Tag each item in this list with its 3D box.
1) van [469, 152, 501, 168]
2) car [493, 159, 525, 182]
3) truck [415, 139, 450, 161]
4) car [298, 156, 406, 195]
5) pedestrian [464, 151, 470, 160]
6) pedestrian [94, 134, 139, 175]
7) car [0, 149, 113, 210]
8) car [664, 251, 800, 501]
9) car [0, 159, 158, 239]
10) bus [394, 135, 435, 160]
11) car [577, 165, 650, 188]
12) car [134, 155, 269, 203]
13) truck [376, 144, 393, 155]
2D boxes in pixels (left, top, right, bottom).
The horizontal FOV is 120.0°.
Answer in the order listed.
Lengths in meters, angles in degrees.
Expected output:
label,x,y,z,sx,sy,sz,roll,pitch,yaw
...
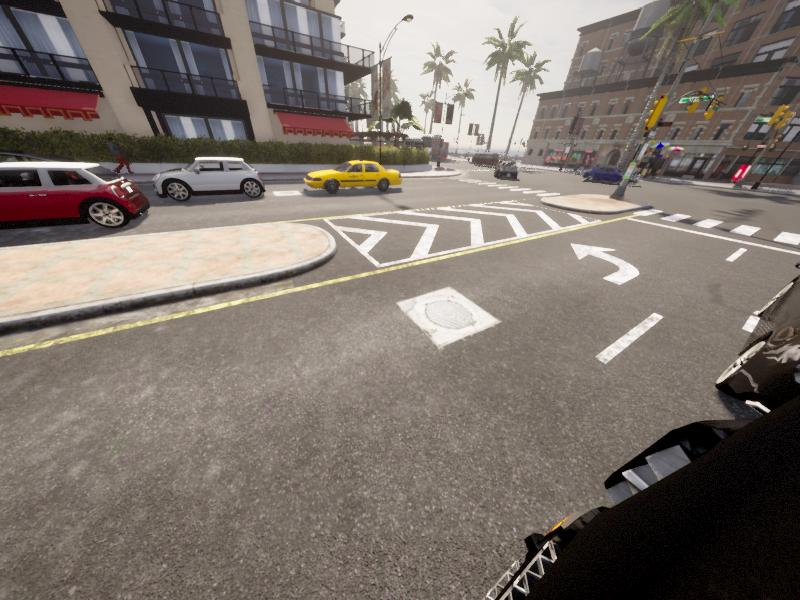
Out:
label,x,y,z,sx,sy,sz,roll,pitch,yaw
van,13.701,-22.853,37.624,1.775,1.987,4.442,-16,38,-26
car,10.401,-12.696,22.489,2.007,1.525,4.514,11,34,11
truck,7.132,-34.020,52.271,2.891,3.827,8.468,-16,38,-26
car,-2.468,-6.913,12.738,5.366,1.575,1.801,-16,38,-26
pedestrian,16.224,-35.237,56.263,0.751,1.860,0.751,-20,40,-31
pedestrian,-15.583,-7.982,12.763,0.751,1.860,0.751,-17,38,-27
car,-12.714,-3.908,7.446,3.705,1.549,1.789,-16,38,-26
car,5.408,0.458,2.308,4.902,1.511,2.128,-16,38,-26
car,-9.272,-2.632,5.861,3.806,1.475,1.970,-16,38,-26
bus,2.853,-34.445,52.196,3.944,4.253,10.273,-16,38,-26
car,20.451,-12.084,22.416,1.812,1.442,4.674,-16,38,-26
car,-8.045,-5.240,9.882,3.806,1.475,1.970,-16,38,-26
truck,-4.563,-44.197,67.917,2.627,2.467,5.204,-22,41,-32
